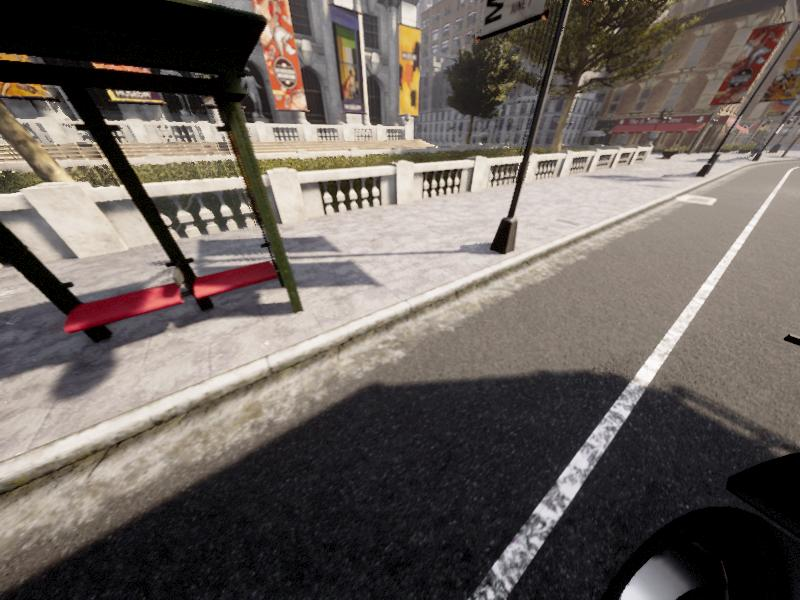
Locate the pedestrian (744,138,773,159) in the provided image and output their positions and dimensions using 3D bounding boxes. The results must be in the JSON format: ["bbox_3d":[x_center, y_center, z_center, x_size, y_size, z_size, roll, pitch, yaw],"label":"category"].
[{"bbox_3d":[38.771,-16.416,25.011,0.751,1.860,0.751,-15,38,-20],"label":"pedestrian"}]
